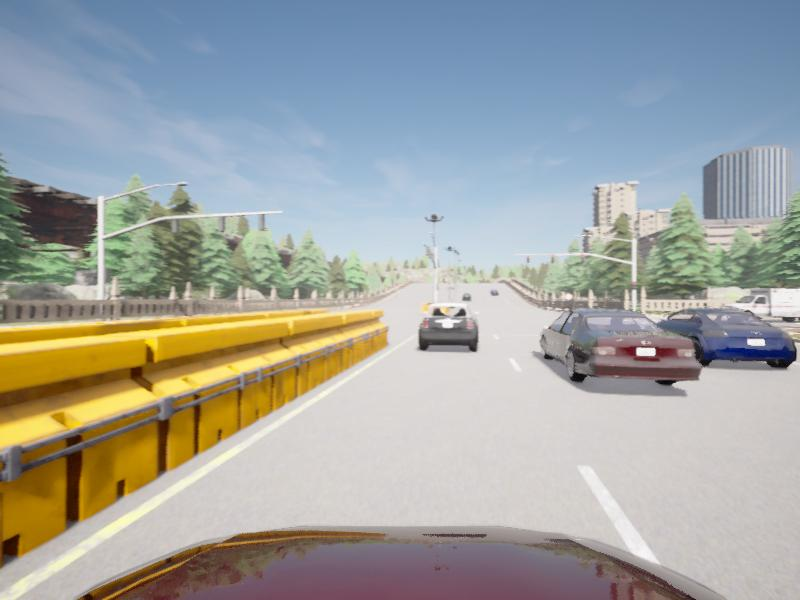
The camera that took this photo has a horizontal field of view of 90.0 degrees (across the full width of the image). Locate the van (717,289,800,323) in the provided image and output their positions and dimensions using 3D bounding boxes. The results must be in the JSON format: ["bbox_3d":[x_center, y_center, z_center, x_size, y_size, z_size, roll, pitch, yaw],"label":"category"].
[{"bbox_3d":[27.792,0.407,29.615,6.366,2.431,2.351,0,0,10],"label":"van"}]

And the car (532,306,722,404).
[{"bbox_3d":[4.443,0.897,9.005,2.033,1.411,5.357,0,0,10],"label":"car"}]

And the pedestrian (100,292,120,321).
[{"bbox_3d":[-18.949,0.441,26.175,0.751,1.860,0.751,0,0,11],"label":"pedestrian"}]

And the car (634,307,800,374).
[{"bbox_3d":[8.339,0.915,10.956,1.994,1.385,4.181,0,0,10],"label":"car"}]

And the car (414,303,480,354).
[{"bbox_3d":[1.745,0.849,13.859,1.970,1.475,3.806,0,0,10],"label":"car"}]
